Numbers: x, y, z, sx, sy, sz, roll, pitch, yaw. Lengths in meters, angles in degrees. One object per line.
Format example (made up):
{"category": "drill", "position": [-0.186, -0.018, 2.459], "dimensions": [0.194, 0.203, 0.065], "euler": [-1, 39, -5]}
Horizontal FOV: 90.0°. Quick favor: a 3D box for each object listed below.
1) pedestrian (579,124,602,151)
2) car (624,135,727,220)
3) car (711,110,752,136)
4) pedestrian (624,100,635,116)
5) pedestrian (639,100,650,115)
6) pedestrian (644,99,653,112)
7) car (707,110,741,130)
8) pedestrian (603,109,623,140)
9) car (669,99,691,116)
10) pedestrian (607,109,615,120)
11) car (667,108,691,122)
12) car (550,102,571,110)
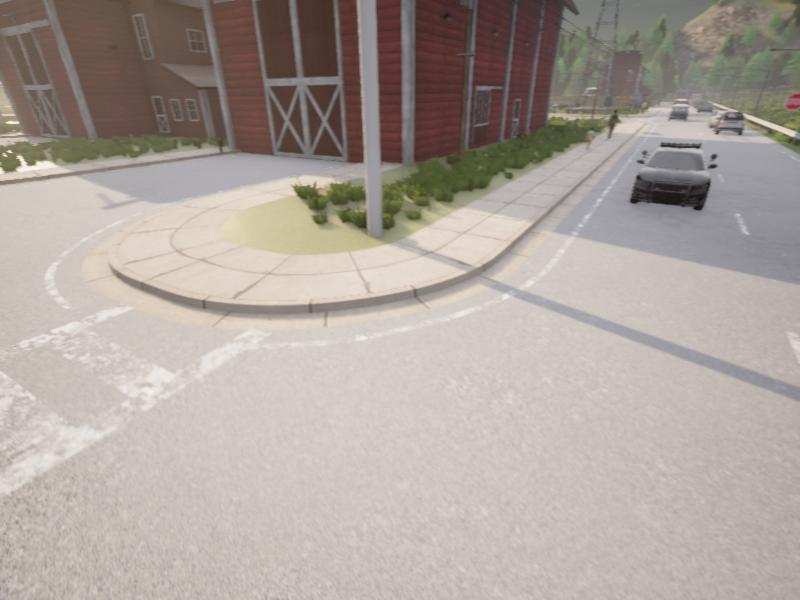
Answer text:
{"category": "pedestrian", "position": [10.518, -9.002, 22.138], "dimensions": [0.751, 1.300, 0.751], "euler": [19, 33, 33]}
{"category": "car", "position": [8.645, -4.101, 12.666], "dimensions": [1.930, 1.638, 5.238], "euler": [16, 31, 28]}
{"category": "car", "position": [26.293, -14.134, 31.877], "dimensions": [1.851, 1.617, 3.988], "euler": [16, 31, 28]}
{"category": "pedestrian", "position": [30.737, -25.698, 53.591], "dimensions": [0.751, 1.860, 0.751], "euler": [6, 28, 12]}
{"category": "pedestrian", "position": [34.062, -26.832, 55.734], "dimensions": [0.751, 1.860, 0.751], "euler": [16, 32, 29]}
{"category": "pedestrian", "position": [39.484, -30.966, 63.667], "dimensions": [0.751, 1.860, 0.751], "euler": [17, 32, 30]}
{"category": "car", "position": [29.844, -16.696, 36.967], "dimensions": [1.812, 1.442, 4.674], "euler": [16, 31, 28]}
{"category": "pedestrian", "position": [14.360, -11.863, 27.013], "dimensions": [0.751, 1.860, 0.751], "euler": [16, 32, 29]}
{"category": "car", "position": [40.838, -28.138, 58.341], "dimensions": [2.150, 2.045, 5.566], "euler": [16, 31, 28]}
{"category": "pedestrian", "position": [24.304, -21.327, 46.046], "dimensions": [0.500, 1.100, 0.500], "euler": [-23, 35, -37]}
{"category": "car", "position": [32.143, -21.362, 46.149], "dimensions": [1.895, 1.301, 4.718], "euler": [16, 31, 28]}
{"category": "car", "position": [31.626, -38.266, 78.879], "dimensions": [3.806, 1.475, 1.970], "euler": [-19, 33, -32]}
